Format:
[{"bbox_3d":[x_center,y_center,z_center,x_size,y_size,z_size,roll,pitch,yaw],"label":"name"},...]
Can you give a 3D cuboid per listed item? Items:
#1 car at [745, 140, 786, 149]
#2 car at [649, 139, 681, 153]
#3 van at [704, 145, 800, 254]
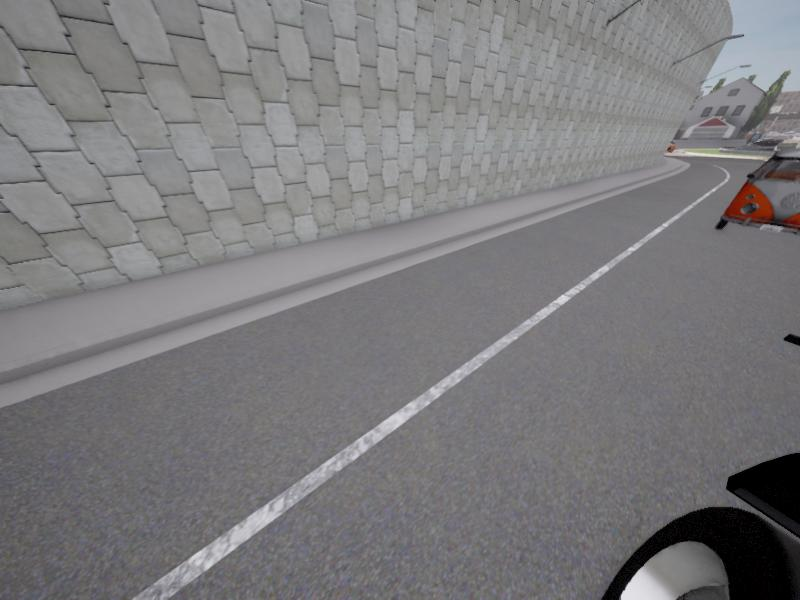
[{"bbox_3d":[72.525,-30.926,45.863,4.892,1.490,1.837,-4,35,-6],"label":"car"},{"bbox_3d":[42.614,-24.870,37.280,2.097,1.767,4.553,20,40,26],"label":"car"},{"bbox_3d":[10.672,-2.945,6.274,4.442,1.987,1.775,-23,41,-29],"label":"van"}]
